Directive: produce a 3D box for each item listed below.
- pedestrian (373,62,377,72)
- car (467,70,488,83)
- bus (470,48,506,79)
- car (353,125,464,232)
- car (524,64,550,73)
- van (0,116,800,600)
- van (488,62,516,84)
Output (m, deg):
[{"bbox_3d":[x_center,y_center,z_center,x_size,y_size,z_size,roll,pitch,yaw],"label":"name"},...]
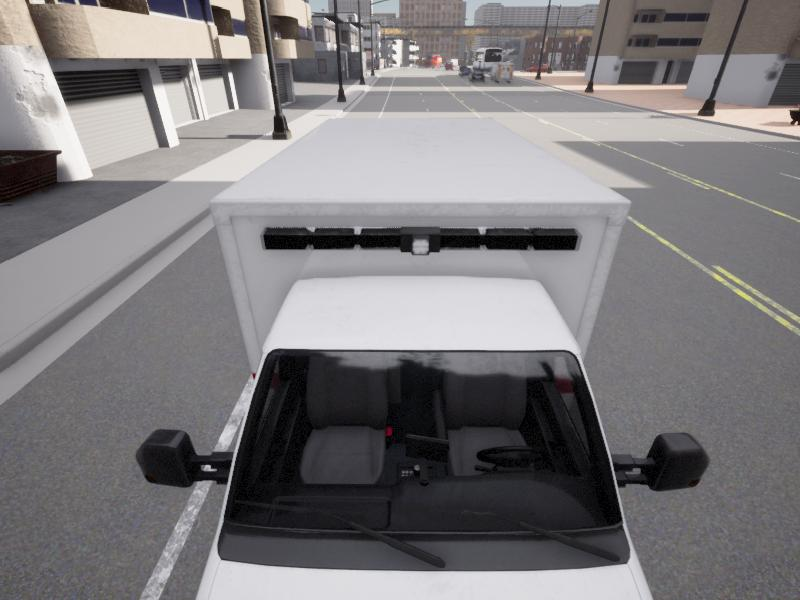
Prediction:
[{"bbox_3d":[-5.439,-50.546,86.713,0.751,1.860,0.751,4,31,7],"label":"pedestrian"},{"bbox_3d":[11.201,-32.684,58.450,2.128,1.511,4.902,0,32,0],"label":"car"},{"bbox_3d":[14.691,-40.328,67.953,3.944,4.253,10.273,0,32,0],"label":"bus"},{"bbox_3d":[0.186,-3.330,10.225,2.128,1.511,4.902,0,30,0],"label":"car"},{"bbox_3d":[29.197,-49.491,85.525,4.611,1.667,2.242,1,31,2],"label":"car"},{"bbox_3d":[0.113,0.011,3.604,2.351,2.431,6.366,0,30,1],"label":"van"},{"bbox_3d":[14.704,-33.140,58.239,2.351,2.431,6.366,0,32,0],"label":"van"}]
